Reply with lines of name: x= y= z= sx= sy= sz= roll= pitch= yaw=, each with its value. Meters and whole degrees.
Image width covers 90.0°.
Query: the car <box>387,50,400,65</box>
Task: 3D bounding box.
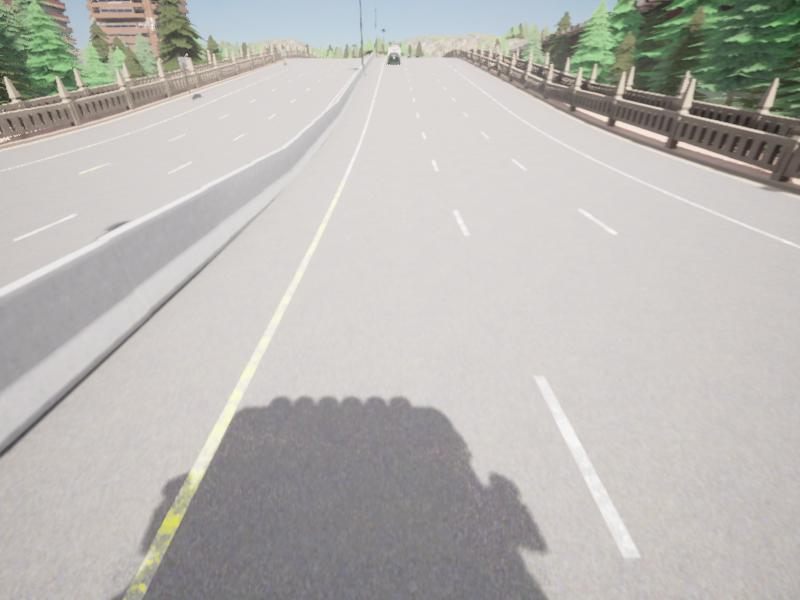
car: x=-0.997 y=-40.603 z=66.939 sx=2.097 sy=1.767 sz=4.553 roll=-1 pitch=35 yaw=0
